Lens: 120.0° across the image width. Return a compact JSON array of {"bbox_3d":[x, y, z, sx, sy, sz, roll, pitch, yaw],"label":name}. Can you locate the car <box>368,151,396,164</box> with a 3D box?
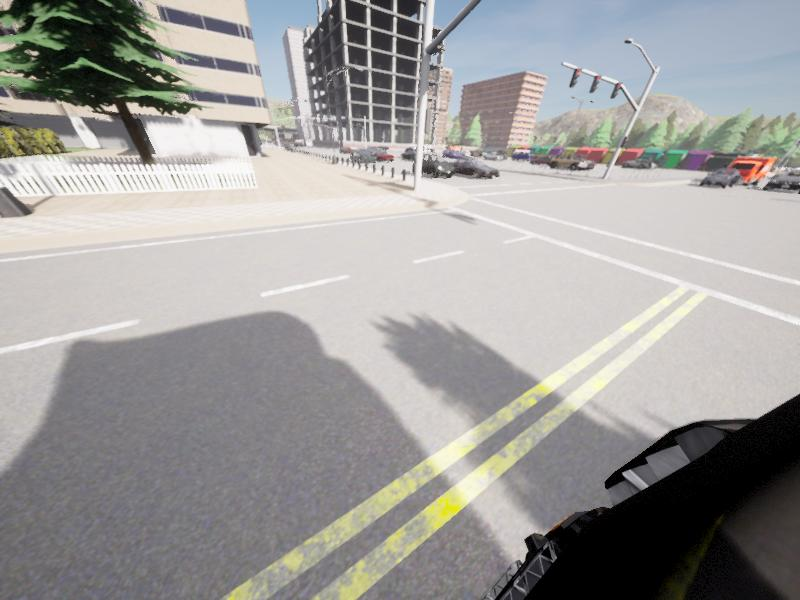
[{"bbox_3d":[-2.627,-20.217,32.631,1.895,1.301,4.718,-16,38,-26],"label":"car"}]

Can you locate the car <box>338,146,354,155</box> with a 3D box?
[{"bbox_3d":[-12.057,-33.504,51.648,1.812,1.442,4.674,-16,38,-26],"label":"car"}]

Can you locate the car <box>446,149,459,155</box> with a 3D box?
[{"bbox_3d":[18.645,-52.284,81.531,3.988,1.617,1.851,-16,38,-26],"label":"car"}]

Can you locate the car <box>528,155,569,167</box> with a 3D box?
[{"bbox_3d":[24.494,-23.114,38.411,2.033,1.415,5.357,-16,38,-26],"label":"car"}]

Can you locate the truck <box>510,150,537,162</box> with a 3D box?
[{"bbox_3d":[26.493,-31.080,49.818,2.069,2.038,4.478,-16,38,-26],"label":"truck"}]

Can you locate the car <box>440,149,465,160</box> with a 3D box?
[{"bbox_3d":[10.902,-30.460,48.310,2.242,1.667,4.611,-16,38,-26],"label":"car"}]

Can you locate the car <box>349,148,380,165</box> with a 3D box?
[{"bbox_3d":[-4.606,-18.401,29.574,2.038,1.542,4.974,-16,39,-26],"label":"car"}]

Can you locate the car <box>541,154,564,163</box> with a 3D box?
[{"bbox_3d":[36.107,-33.614,54.795,1.784,1.438,3.905,-16,38,-26],"label":"car"}]

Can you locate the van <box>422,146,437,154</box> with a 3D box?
[{"bbox_3d":[9.824,-49.888,76.909,4.480,2.038,2.069,-16,38,-26],"label":"van"}]

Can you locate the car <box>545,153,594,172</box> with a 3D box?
[{"bbox_3d":[22.833,-18.716,31.324,1.932,1.855,4.605,-16,38,-26],"label":"car"}]

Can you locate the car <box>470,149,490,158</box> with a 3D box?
[{"bbox_3d":[21.253,-39.209,61.740,1.932,1.855,4.605,-16,38,-26],"label":"car"}]

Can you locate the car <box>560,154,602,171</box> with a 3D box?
[{"bbox_3d":[25.366,-19.414,32.540,1.905,1.878,3.866,-16,38,-26],"label":"car"}]

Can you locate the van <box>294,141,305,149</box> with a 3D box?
[{"bbox_3d":[-32.410,-50.059,74.393,2.069,2.038,4.480,-16,38,-26],"label":"van"}]

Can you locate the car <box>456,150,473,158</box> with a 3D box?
[{"bbox_3d":[16.439,-37.583,59.425,1.970,1.475,3.806,-16,38,-26],"label":"car"}]

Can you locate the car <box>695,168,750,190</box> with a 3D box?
[{"bbox_3d":[29.304,-11.103,21.016,3.633,1.501,1.845,-16,38,-25],"label":"car"}]

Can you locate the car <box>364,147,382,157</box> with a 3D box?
[{"bbox_3d":[-5.679,-31.066,48.450,1.812,1.442,4.674,-16,38,-26],"label":"car"}]

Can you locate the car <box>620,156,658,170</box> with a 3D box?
[{"bbox_3d":[42.337,-24.361,41.062,1.905,1.878,3.866,-16,38,-26],"label":"car"}]

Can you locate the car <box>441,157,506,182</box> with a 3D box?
[{"bbox_3d":[6.188,-11.541,20.219,2.033,1.411,5.357,-17,38,-26],"label":"car"}]

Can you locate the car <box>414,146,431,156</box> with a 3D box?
[{"bbox_3d":[5.857,-38.860,60.174,1.932,1.855,4.605,-16,38,-26],"label":"car"}]

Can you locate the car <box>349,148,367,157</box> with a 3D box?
[{"bbox_3d":[-8.555,-29.975,46.763,1.895,1.301,4.718,-16,38,-26],"label":"car"}]

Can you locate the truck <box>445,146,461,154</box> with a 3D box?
[{"bbox_3d":[21.248,-60.224,92.687,5.204,2.467,2.627,-16,38,-26],"label":"truck"}]

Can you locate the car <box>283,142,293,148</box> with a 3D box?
[{"bbox_3d":[-35.233,-48.781,72.695,2.038,1.542,4.974,-16,38,-26],"label":"car"}]

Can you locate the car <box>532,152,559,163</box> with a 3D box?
[{"bbox_3d":[33.575,-33.094,53.469,1.932,1.855,4.605,-16,38,-26],"label":"car"}]

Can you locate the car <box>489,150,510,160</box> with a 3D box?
[{"bbox_3d":[23.298,-34.178,54.390,1.905,1.878,3.866,-16,38,-26],"label":"car"}]

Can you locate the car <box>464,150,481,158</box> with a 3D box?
[{"bbox_3d":[18.947,-38.336,60.660,1.784,1.438,3.905,-16,38,-26],"label":"car"}]

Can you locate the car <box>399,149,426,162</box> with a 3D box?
[{"bbox_3d":[1.917,-23.580,37.732,1.882,1.535,5.008,-16,38,-26],"label":"car"}]

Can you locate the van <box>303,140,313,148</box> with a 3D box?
[{"bbox_3d":[-36.650,-62.203,91.831,2.351,2.431,6.366,-16,38,-26],"label":"van"}]

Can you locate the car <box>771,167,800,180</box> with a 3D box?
[{"bbox_3d":[59.713,-19.408,35.442,5.366,1.575,1.801,-15,38,-24],"label":"car"}]

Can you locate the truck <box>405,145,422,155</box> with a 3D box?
[{"bbox_3d":[3.389,-38.177,58.819,2.069,2.038,4.478,-16,38,-26],"label":"truck"}]

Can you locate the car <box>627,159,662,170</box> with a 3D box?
[{"bbox_3d":[44.840,-24.884,42.441,1.970,1.475,3.806,-16,38,-26],"label":"car"}]

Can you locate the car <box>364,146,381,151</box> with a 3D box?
[{"bbox_3d":[-9.218,-50.828,77.498,5.357,1.411,2.033,-16,38,-26],"label":"car"}]

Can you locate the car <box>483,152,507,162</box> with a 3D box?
[{"bbox_3d":[18.982,-28.604,46.224,1.970,1.475,3.806,-16,38,-26],"label":"car"}]

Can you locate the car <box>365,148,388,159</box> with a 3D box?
[{"bbox_3d":[-4.194,-25.732,40.573,2.163,1.488,4.792,-16,38,-26],"label":"car"}]

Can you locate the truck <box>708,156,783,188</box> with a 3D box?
[{"bbox_3d":[35.234,-13.164,23.594,5.204,2.467,2.627,-17,39,-23],"label":"truck"}]

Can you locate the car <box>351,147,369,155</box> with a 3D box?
[{"bbox_3d":[-9.322,-34.662,53.603,2.033,1.411,5.357,-16,38,-26],"label":"car"}]

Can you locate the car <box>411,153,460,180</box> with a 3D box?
[{"bbox_3d":[2.779,-11.109,19.153,1.851,1.617,3.988,-16,38,-26],"label":"car"}]

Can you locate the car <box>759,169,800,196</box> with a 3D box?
[{"bbox_3d":[33.822,-10.180,19.864,5.027,1.651,2.152,-16,38,-25],"label":"car"}]

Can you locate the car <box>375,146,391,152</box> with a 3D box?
[{"bbox_3d":[-5.506,-49.774,75.935,4.892,1.490,1.837,-16,38,-26],"label":"car"}]
